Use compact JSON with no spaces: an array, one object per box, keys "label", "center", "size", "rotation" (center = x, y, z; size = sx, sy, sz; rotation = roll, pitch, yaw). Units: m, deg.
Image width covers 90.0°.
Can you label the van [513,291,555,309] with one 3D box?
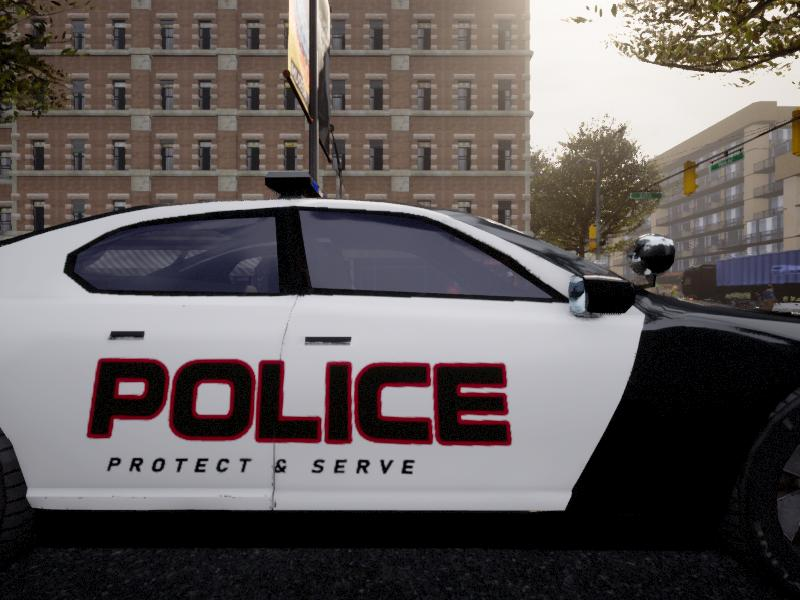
[{"label":"van","center":[15.893,-0.002,47.523],"size":[4.442,1.987,1.775],"rotation":[0,0,38]}]

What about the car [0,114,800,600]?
[{"label":"car","center":[-0.057,0.226,2.190],"size":[4.974,1.542,2.038],"rotation":[0,0,0]}]

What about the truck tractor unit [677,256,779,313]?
[{"label":"truck tractor unit","center":[26.503,-1.127,32.828],"size":[3.053,4.208,6.516],"rotation":[0,0,0]}]

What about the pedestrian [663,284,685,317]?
[{"label":"pedestrian","center":[15.605,0.037,22.799],"size":[0.751,1.860,0.751],"rotation":[0,0,4]}]

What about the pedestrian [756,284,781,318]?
[{"label":"pedestrian","center":[20.521,0.037,22.293],"size":[0.751,1.860,0.751],"rotation":[0,0,5]}]

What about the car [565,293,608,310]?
[{"label":"car","center":[19.468,0.180,41.974],"size":[2.152,1.651,5.027],"rotation":[0,0,0]}]

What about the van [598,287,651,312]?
[{"label":"van","center":[19.501,-0.029,35.025],"size":[2.069,2.038,4.480],"rotation":[0,0,0]}]

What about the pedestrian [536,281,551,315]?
[{"label":"pedestrian","center":[8.243,-0.115,22.923],"size":[0.751,1.860,0.751],"rotation":[0,0,24]}]

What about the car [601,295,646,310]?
[{"label":"car","center":[22.968,0.244,41.298],"size":[1.837,1.490,4.892],"rotation":[0,0,0]}]

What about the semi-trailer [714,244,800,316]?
[{"label":"semi-trailer","center":[25.847,-1.223,24.945],"size":[2.717,4.402,14.254],"rotation":[0,0,6]}]

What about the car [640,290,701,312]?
[{"label":"car","center":[23.006,0.094,34.242],"size":[2.097,1.767,4.553],"rotation":[0,0,0]}]
